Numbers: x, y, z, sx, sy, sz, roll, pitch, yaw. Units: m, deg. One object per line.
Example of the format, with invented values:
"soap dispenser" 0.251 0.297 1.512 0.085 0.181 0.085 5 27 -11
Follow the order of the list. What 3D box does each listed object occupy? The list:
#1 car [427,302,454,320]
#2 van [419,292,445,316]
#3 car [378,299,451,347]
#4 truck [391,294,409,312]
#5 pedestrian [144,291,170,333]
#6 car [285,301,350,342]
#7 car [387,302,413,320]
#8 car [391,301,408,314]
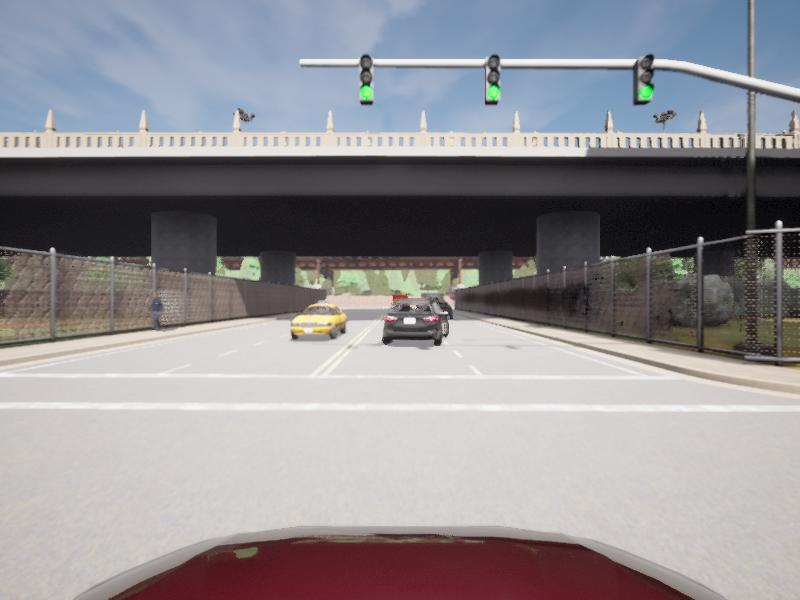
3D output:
"car" 3.490 0.886 34.947 1.837 1.490 4.892 0 0 0
"van" 3.489 0.421 44.357 2.351 2.431 6.366 0 0 0
"car" 0.782 0.791 16.159 2.242 1.667 4.611 0 0 11
"truck" -0.018 0.402 59.076 2.627 2.467 5.204 0 0 0
"pedestrian" -11.014 0.513 18.141 0.751 1.860 0.751 0 0 0
"car" -3.505 0.835 18.012 1.801 1.575 5.366 0 0 0
"car" -0.009 0.934 34.937 2.033 1.411 5.357 0 0 0
"car" -0.014 0.870 50.819 2.038 1.542 4.974 0 0 0
